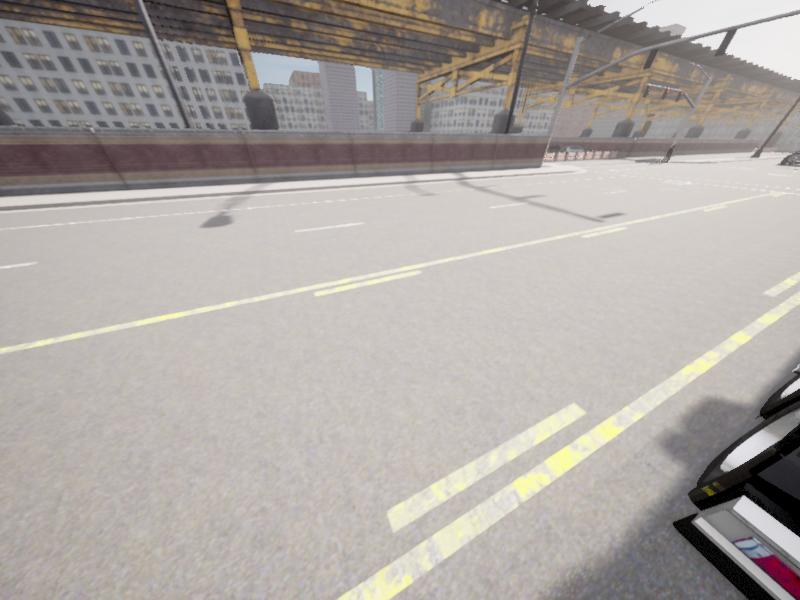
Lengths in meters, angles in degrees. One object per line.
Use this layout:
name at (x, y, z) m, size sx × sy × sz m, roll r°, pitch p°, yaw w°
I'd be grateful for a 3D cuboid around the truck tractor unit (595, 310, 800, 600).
truck tractor unit at (5.196, -0.205, 0.669) m, size 6.516 × 4.208 × 3.053 m, roll -15°, pitch 38°, yaw -21°

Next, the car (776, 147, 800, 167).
car at (45.079, -15.929, 25.670) m, size 4.856 × 1.649 × 2.033 m, roll -14°, pitch 38°, yaw -20°

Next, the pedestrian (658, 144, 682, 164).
pedestrian at (30.080, -16.306, 25.781) m, size 0.751 × 1.860 × 0.751 m, roll -2°, pitch 35°, yaw -3°
